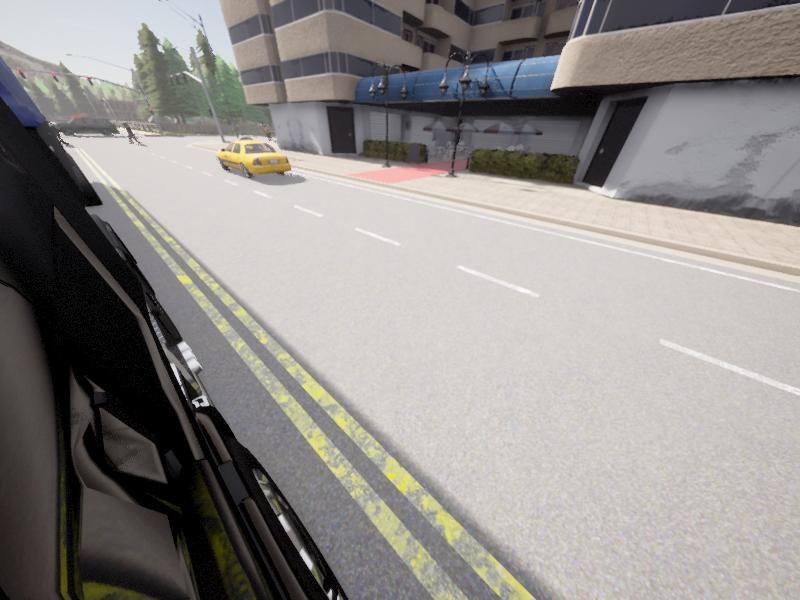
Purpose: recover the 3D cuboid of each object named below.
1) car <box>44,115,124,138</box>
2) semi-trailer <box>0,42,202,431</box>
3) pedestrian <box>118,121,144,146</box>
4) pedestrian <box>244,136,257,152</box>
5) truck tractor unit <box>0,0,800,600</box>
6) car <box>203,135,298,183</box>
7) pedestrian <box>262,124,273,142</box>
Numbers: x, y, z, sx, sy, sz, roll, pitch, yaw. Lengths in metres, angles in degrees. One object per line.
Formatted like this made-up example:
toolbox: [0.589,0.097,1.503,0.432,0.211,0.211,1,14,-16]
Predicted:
car: [-39.975,-22.016,29.425,2.150,2.045,5.566,28,43,30]
semi-trailer: [-8.715,-3.571,4.243,14.254,4.402,2.717,28,44,30]
pedestrian: [-25.333,-15.647,21.762,0.751,1.860,0.751,28,43,30]
pedestrian: [-12.402,-12.942,19.186,0.500,1.100,0.500,25,42,28]
truck tractor unit: [-2.645,-0.295,0.351,6.516,4.208,3.053,28,44,30]
car: [-7.637,-7.284,11.699,5.366,1.575,1.801,28,43,30]
pedestrian: [-17.538,-22.202,30.676,0.751,1.860,0.751,-10,38,-16]
